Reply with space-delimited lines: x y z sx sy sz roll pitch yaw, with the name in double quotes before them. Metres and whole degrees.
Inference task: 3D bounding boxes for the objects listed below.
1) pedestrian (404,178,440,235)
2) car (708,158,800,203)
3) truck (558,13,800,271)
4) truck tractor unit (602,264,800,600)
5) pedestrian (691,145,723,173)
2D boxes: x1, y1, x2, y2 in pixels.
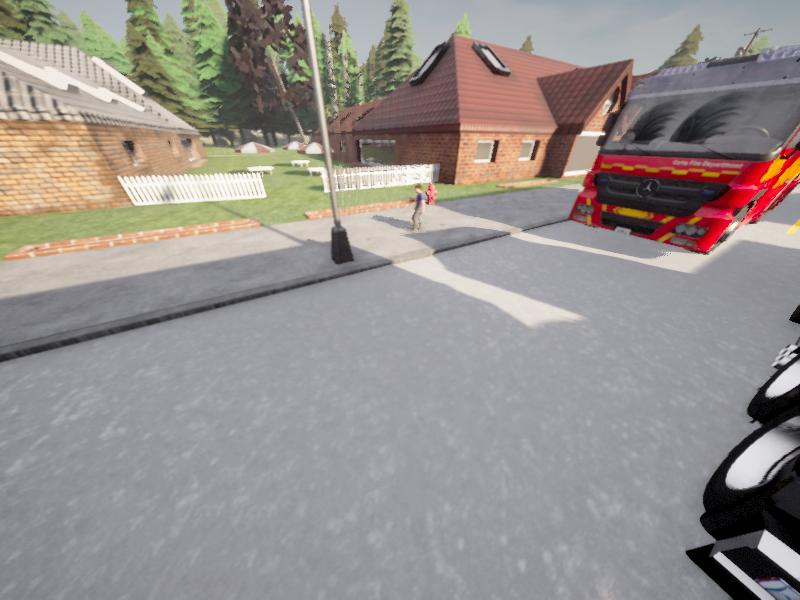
"pedestrian" 0.554 -2.559 6.323 0.751 1.300 0.751 -5 35 -7
"car" 18.577 -6.213 11.754 4.902 1.511 2.128 -18 39 -24
"truck" 9.176 -4.105 6.623 8.468 3.827 2.891 -18 39 -24
"truck tractor unit" 5.109 -0.303 0.781 6.516 4.208 3.053 -18 39 -24
"pedestrian" 25.270 -11.623 19.050 0.751 1.860 0.751 -22 40 -28
